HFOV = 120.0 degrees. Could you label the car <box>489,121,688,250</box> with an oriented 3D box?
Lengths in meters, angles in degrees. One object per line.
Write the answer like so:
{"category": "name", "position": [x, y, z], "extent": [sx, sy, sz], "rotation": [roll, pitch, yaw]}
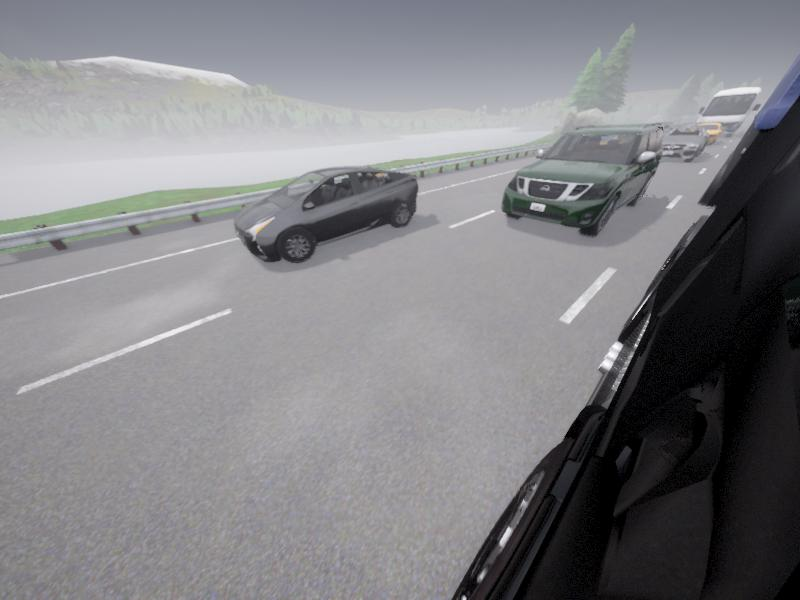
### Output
{"category": "car", "position": [5.156, -3.450, 6.270], "extent": [5.566, 2.045, 2.150], "rotation": [-28, 43, -30]}

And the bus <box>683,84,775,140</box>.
{"category": "bus", "position": [37.040, -21.099, 26.034], "extent": [10.273, 4.253, 3.944], "rotation": [-29, 44, -28]}

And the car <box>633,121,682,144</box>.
{"category": "car", "position": [26.455, -17.239, 23.745], "extent": [4.611, 1.667, 2.242], "rotation": [-28, 43, -30]}

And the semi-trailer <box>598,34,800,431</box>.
{"category": "semi-trailer", "position": [8.708, -3.594, 4.226], "extent": [14.254, 4.402, 2.717], "rotation": [-28, 43, -30]}

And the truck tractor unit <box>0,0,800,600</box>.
{"category": "truck tractor unit", "position": [2.645, -0.295, 0.351], "extent": [6.516, 4.208, 3.053], "rotation": [-28, 44, -30]}

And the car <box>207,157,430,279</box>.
{"category": "car", "position": [-1.585, -2.380, 5.724], "extent": [4.514, 1.525, 2.007], "rotation": [-28, 43, -30]}

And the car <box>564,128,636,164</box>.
{"category": "car", "position": [13.290, -10.258, 15.293], "extent": [5.366, 1.575, 1.801], "rotation": [-28, 43, -30]}

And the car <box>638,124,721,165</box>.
{"category": "car", "position": [16.852, -9.444, 13.917], "extent": [5.027, 1.651, 2.152], "rotation": [-28, 43, -30]}

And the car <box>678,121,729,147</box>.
{"category": "car", "position": [26.507, -14.504, 20.158], "extent": [5.008, 1.535, 1.882], "rotation": [-28, 43, -30]}

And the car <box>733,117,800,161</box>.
{"category": "car", "position": [21.486, -9.255, 13.196], "extent": [4.553, 1.767, 2.097], "rotation": [-28, 43, -30]}
